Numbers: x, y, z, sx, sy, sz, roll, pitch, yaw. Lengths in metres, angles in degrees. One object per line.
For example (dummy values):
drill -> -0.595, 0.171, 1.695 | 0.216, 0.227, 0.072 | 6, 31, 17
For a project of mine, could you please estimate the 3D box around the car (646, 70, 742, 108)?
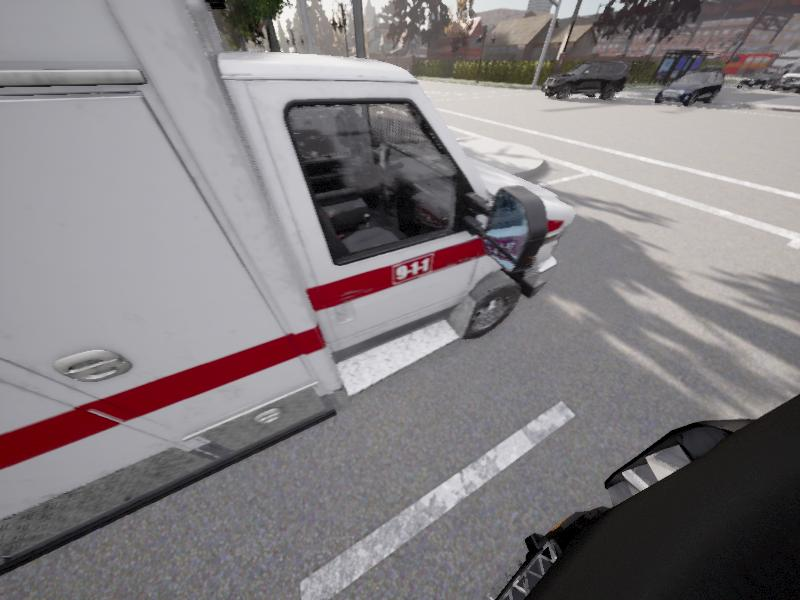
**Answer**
car -> 19.599, -14.189, 15.457 | 4.856, 1.649, 2.033 | -20, 49, -19

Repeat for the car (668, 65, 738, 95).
car -> 27.372, -19.942, 20.904 | 4.605, 1.855, 1.932 | -21, 49, -19

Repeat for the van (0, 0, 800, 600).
van -> -1.728, -0.285, 1.300 | 6.366, 2.431, 2.351 | -20, 49, -18

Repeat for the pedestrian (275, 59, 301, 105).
pedestrian -> -6.419, -12.489, 13.253 | 0.751, 1.860, 0.751 | -16, 48, -15

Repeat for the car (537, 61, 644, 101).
car -> 13.835, -16.339, 17.213 | 5.566, 2.045, 2.150 | 0, 46, 0

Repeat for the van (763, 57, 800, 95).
van -> 39.254, -21.628, 22.221 | 6.366, 2.431, 2.351 | -20, 49, -19

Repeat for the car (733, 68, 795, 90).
car -> 40.343, -24.563, 25.635 | 5.027, 1.651, 2.152 | -20, 49, -19
